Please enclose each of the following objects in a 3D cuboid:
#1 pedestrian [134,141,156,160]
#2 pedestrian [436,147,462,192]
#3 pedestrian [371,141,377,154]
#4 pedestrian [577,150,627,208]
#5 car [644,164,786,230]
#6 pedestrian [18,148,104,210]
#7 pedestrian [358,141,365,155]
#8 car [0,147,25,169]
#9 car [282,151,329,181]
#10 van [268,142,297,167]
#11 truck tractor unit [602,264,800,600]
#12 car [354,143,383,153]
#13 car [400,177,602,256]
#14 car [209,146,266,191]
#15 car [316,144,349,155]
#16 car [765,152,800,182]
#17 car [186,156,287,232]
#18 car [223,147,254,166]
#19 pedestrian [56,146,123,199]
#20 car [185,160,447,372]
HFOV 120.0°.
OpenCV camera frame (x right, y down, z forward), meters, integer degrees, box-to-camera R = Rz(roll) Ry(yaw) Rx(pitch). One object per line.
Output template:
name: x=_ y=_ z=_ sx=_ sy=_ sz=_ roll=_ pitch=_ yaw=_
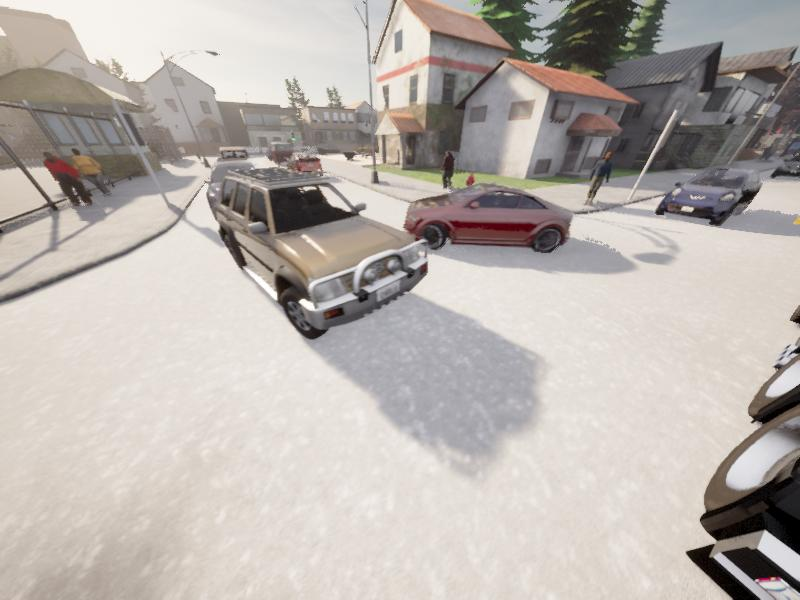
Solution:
pedestrian: x=-29.750 y=-17.439 z=26.983 sx=0.751 sy=1.860 sz=0.751 roll=-13 pitch=37 yaw=-19
pedestrian: x=2.405 y=-6.512 z=11.526 sx=0.751 sy=1.860 sz=0.751 roll=-19 pitch=39 yaw=-25
pedestrian: x=-4.496 y=-26.681 z=40.437 sx=0.751 sy=1.860 sz=0.751 roll=-13 pitch=37 yaw=-18
pedestrian: x=7.656 y=-4.639 z=8.874 sx=0.751 sy=1.860 sz=0.751 roll=19 pitch=39 yaw=25
car: x=11.041 y=-3.775 z=8.168 sx=3.633 sy=1.501 sz=1.845 roll=-18 pitch=39 yaw=-24
pedestrian: x=-11.864 y=-4.292 z=8.211 sx=0.751 sy=1.860 sz=0.751 roll=-18 pitch=39 yaw=-24
pedestrian: x=-6.422 y=-25.457 z=38.664 sx=0.751 sy=1.860 sz=0.751 roll=-23 pitch=41 yaw=-29
car: x=-34.783 y=-11.864 z=19.328 sx=1.816 sy=1.474 sz=4.193 roll=-18 pitch=39 yaw=-24
car: x=-6.926 y=-9.801 z=16.696 sx=2.007 sy=1.525 sz=4.514 roll=-18 pitch=39 yaw=-25
van: x=-12.413 y=-15.428 z=24.338 sx=1.775 sy=1.987 sz=4.442 roll=-18 pitch=39 yaw=-24
truck tractor unit: x=5.107 y=-0.305 z=0.782 sx=6.516 sy=4.208 sz=3.053 roll=-18 pitch=39 yaw=-24
car: x=-6.294 y=-30.731 z=46.728 sx=5.366 sy=1.575 sz=1.801 roll=-19 pitch=39 yaw=-25
car: x=2.175 y=-2.300 z=6.127 sx=4.181 sy=1.385 sz=1.994 roll=3 pitch=35 yaw=4
car: x=-9.292 y=-7.696 z=13.333 sx=1.905 sy=1.878 sz=3.866 roll=-18 pitch=39 yaw=-24
car: x=-11.734 y=-26.225 z=40.298 sx=4.792 sy=1.488 sz=2.163 roll=-19 pitch=39 yaw=-26
car: x=29.256 y=-9.747 z=16.824 sx=3.988 sy=1.617 sz=1.851 roll=-18 pitch=39 yaw=-24
car: x=-5.911 y=-4.240 z=8.622 sx=2.033 sy=1.649 sz=4.856 roll=-18 pitch=39 yaw=-24
car: x=-17.561 y=-15.694 z=25.095 sx=2.128 sy=1.511 sz=4.902 roll=-19 pitch=39 yaw=-25
pedestrian: x=-12.889 y=-5.323 z=9.685 sx=0.751 sy=1.860 sz=0.751 roll=-19 pitch=39 yaw=-25
car: x=-1.745 y=-1.229 z=4.110 sx=4.605 sy=1.855 sz=1.932 roll=30 pitch=44 yaw=35
